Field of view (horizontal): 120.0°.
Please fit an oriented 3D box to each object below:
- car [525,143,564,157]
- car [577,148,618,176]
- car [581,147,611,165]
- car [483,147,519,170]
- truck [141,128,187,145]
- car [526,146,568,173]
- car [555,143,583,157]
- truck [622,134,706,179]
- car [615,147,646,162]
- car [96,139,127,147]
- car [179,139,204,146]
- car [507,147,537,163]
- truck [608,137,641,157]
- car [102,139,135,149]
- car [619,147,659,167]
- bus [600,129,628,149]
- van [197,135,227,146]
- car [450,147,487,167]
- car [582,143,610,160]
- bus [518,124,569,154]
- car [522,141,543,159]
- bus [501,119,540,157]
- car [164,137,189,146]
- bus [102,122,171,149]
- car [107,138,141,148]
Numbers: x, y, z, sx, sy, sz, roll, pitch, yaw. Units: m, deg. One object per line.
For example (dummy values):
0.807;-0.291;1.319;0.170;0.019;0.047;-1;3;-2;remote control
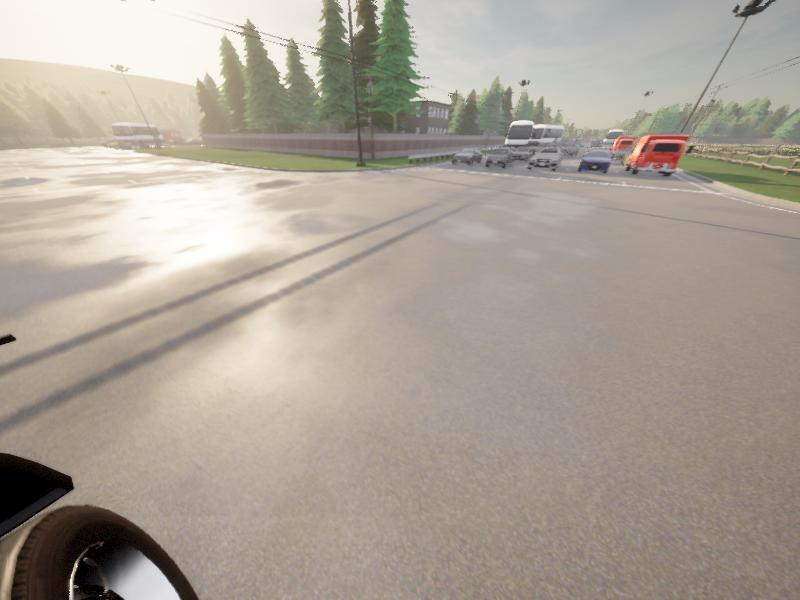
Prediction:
21.431;-22.336;34.328;4.611;1.667;2.242;-16;38;-21;car
16.034;-11.386;18.864;1.882;1.535;5.008;22;41;27;car
21.573;-15.966;25.461;1.970;1.475;3.806;22;40;27;car
9.131;-12.758;20.735;1.789;1.549;3.705;22;40;27;car
-67.340;-46.850;66.354;2.891;3.827;8.468;8;36;10;truck
12.958;-12.416;20.220;2.152;1.651;5.027;22;41;27;car
25.790;-22.940;35.218;2.242;1.667;4.611;29;44;34;car
19.157;-10.798;17.270;2.627;2.467;5.204;22;40;28;truck
28.331;-17.984;28.480;1.994;1.385;4.181;22;40;27;car
-65.670;-35.737;52.653;1.816;1.474;4.193;-3;35;-4;car
-57.448;-43.516;63.764;2.163;1.488;4.792;6;36;8;car
14.027;-16.683;26.501;1.994;1.385;4.181;23;41;28;car
35.603;-24.469;36.804;2.627;2.467;5.204;22;40;27;truck
-57.527;-31.969;47.339;1.801;1.575;5.366;-10;36;-14;car
24.343;-14.733;23.697;2.007;1.525;4.514;22;40;27;car
60.063;-45.404;65.148;3.944;4.253;10.273;22;41;27;bus
-53.235;-45.491;65.771;2.351;2.431;6.366;8;36;10;van
6.931;-14.440;23.188;1.812;1.442;4.674;22;41;27;car
26.345;-20.008;31.069;2.242;1.667;4.611;22;40;27;car
27.606;-30.946;44.364;10.273;4.253;3.944;-27;44;-33;bus
17.953;-20.454;31.428;1.905;1.878;3.866;14;38;18;car
18.941;-25.277;36.222;3.944;4.253;10.273;15;38;21;bus
-61.092;-43.431;63.263;1.932;1.855;4.605;6;36;8;car
-54.377;-34.374;48.421;3.944;4.253;10.273;-7;36;-11;bus
-62.134;-35.461;52.156;2.033;1.649;4.856;-3;35;-4;car
